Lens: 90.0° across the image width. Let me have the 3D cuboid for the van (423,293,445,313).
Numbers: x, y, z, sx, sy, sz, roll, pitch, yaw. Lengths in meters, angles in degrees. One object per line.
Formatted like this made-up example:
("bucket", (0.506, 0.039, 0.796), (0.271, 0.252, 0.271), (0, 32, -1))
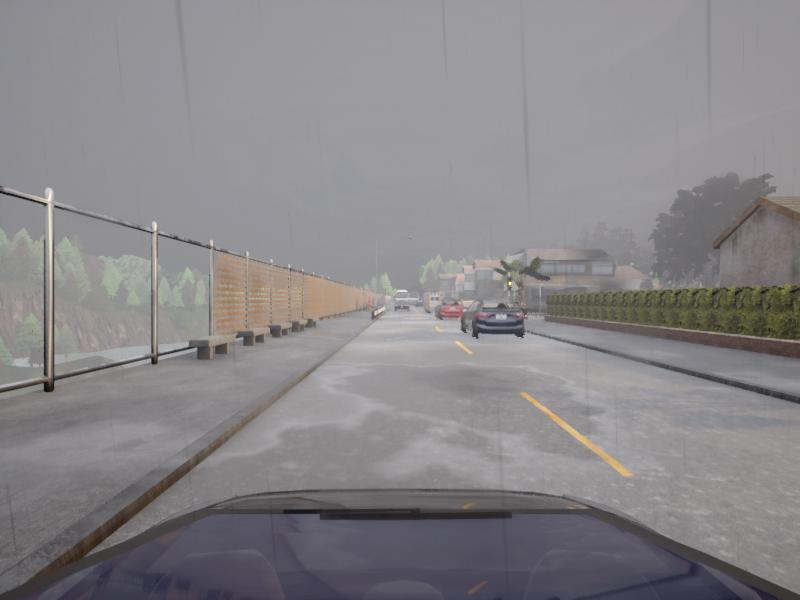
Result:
("van", (4.269, 0.378, 51.624), (2.351, 2.431, 6.366), (0, 0, 0))

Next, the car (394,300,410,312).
("car", (0.314, 0.781, 57.989), (2.152, 1.651, 5.027), (0, 0, 2))

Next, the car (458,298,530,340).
("car", (4.101, 0.756, 18.351), (2.242, 1.667, 4.611), (0, 0, 0))

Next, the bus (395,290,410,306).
("bus", (0.668, -0.539, 106.954), (3.944, 4.253, 10.273), (0, 0, 0))

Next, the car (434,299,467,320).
("car", (4.174, 0.756, 33.642), (2.242, 1.667, 4.611), (0, 0, 0))
